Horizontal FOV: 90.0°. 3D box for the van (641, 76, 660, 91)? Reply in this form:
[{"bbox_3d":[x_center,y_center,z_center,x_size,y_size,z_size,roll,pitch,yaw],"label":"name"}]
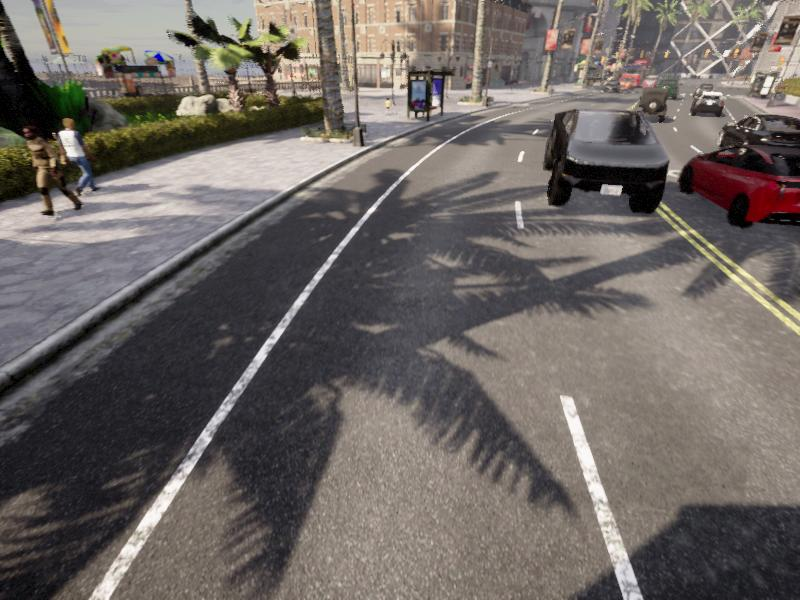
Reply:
[{"bbox_3d":[39.882,-34.513,63.620,1.775,1.987,4.442,18,35,28],"label":"van"}]

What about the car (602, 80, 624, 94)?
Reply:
[{"bbox_3d":[29.461,-29.490,55.295,1.789,1.549,3.705,18,35,28],"label":"car"}]

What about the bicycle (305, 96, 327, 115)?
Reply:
[{"bbox_3d":[-5.737,-13.298,27.362,0.373,1.024,1.643,18,35,27],"label":"bicycle"}]

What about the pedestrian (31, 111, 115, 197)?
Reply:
[{"bbox_3d":[-7.936,-3.573,9.810,0.751,1.860,0.751,5,31,8],"label":"pedestrian"}]

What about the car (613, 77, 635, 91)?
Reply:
[{"bbox_3d":[35.352,-34.168,63.162,2.097,1.767,4.553,18,35,28],"label":"car"}]

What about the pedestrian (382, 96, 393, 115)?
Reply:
[{"bbox_3d":[-0.833,-13.023,26.819,0.500,1.100,0.500,16,34,24],"label":"pedestrian"}]

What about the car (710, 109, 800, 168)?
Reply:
[{"bbox_3d":[14.547,-6.624,16.067,1.837,1.490,4.892,11,32,17],"label":"car"}]

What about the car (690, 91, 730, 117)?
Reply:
[{"bbox_3d":[23.721,-15.128,30.755,1.970,1.475,3.806,18,35,27],"label":"car"}]

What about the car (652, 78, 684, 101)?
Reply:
[{"bbox_3d":[30.153,-23.724,44.977,2.150,2.045,5.566,19,35,29],"label":"car"}]

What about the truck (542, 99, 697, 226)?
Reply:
[{"bbox_3d":[5.512,-4.241,11.262,2.390,2.098,6.274,8,31,13],"label":"truck"}]

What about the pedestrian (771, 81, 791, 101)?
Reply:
[{"bbox_3d":[39.089,-21.464,41.082,0.751,1.860,0.751,17,34,26],"label":"pedestrian"}]

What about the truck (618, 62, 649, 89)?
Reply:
[{"bbox_3d":[41.080,-39.506,70.347,2.891,3.827,8.468,18,35,28],"label":"truck"}]

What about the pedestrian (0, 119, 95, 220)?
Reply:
[{"bbox_3d":[-7.328,-2.696,8.318,0.751,1.860,0.751,1,30,1],"label":"pedestrian"}]

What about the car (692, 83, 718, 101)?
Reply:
[{"bbox_3d":[34.164,-23.365,44.858,1.851,1.617,3.988,18,35,28],"label":"car"}]

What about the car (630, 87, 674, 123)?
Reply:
[{"bbox_3d":[17.048,-13.235,27.010,1.905,1.878,3.866,17,34,26],"label":"car"}]

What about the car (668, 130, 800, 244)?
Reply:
[{"bbox_3d":[8.582,-2.904,9.588,2.007,1.525,4.514,7,31,11],"label":"car"}]
